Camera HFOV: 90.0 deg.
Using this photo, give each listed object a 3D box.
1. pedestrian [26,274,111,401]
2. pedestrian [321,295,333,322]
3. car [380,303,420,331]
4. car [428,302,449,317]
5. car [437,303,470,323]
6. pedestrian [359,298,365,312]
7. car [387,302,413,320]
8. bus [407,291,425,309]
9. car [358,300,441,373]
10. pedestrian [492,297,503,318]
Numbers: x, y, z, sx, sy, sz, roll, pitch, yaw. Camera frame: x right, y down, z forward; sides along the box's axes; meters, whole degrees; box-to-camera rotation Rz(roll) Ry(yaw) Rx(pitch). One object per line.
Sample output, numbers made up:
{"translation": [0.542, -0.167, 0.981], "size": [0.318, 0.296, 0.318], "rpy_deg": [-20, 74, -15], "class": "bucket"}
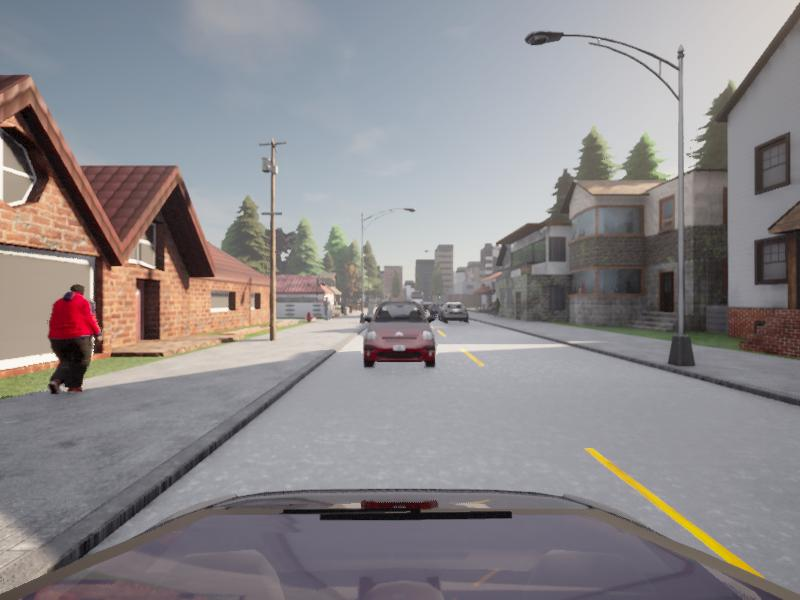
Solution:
{"translation": [-5.179, 0.554, 6.300], "size": [0.751, 1.860, 0.751], "rpy_deg": [0, 0, -8], "class": "pedestrian"}
{"translation": [-5.130, 0.618, 28.162], "size": [0.751, 1.860, 0.751], "rpy_deg": [0, 0, 0], "class": "pedestrian"}
{"translation": [0.005, 0.923, 23.699], "size": [2.163, 1.488, 4.792], "rpy_deg": [0, 0, 0], "class": "car"}
{"translation": [4.017, 0.981, 42.567], "size": [1.816, 1.474, 4.193], "rpy_deg": [0, 0, 0], "class": "car"}
{"translation": [4.012, 0.945, 30.515], "size": [1.970, 1.475, 3.806], "rpy_deg": [0, 0, 0], "class": "car"}
{"translation": [-5.110, 0.693, 53.631], "size": [0.751, 1.860, 0.751], "rpy_deg": [0, 0, 1], "class": "pedestrian"}
{"translation": [0.015, 0.960, 36.388], "size": [2.163, 1.488, 4.792], "rpy_deg": [0, 0, 0], "class": "car"}
{"translation": [3.944, -0.019, 101.354], "size": [3.944, 4.253, 10.273], "rpy_deg": [0, 0, 0], "class": "bus"}
{"translation": [-0.009, 0.822, 10.854], "size": [1.851, 1.617, 3.988], "rpy_deg": [0, 0, 0], "class": "car"}
{"translation": [8.633, 0.640, 35.491], "size": [0.751, 1.860, 0.751], "rpy_deg": [0, 0, 0], "class": "pedestrian"}
